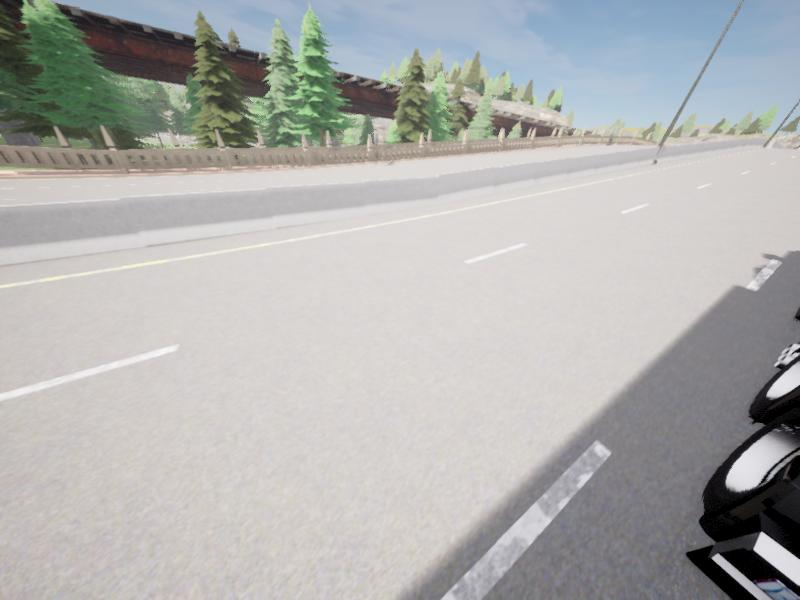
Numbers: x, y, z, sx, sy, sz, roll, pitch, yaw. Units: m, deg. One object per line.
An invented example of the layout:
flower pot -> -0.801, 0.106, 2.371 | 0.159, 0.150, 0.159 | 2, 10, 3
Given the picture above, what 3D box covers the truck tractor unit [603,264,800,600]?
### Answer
truck tractor unit -> 5.089, -0.327, 0.767 | 6.516, 4.208, 3.053 | -19, 39, -24
